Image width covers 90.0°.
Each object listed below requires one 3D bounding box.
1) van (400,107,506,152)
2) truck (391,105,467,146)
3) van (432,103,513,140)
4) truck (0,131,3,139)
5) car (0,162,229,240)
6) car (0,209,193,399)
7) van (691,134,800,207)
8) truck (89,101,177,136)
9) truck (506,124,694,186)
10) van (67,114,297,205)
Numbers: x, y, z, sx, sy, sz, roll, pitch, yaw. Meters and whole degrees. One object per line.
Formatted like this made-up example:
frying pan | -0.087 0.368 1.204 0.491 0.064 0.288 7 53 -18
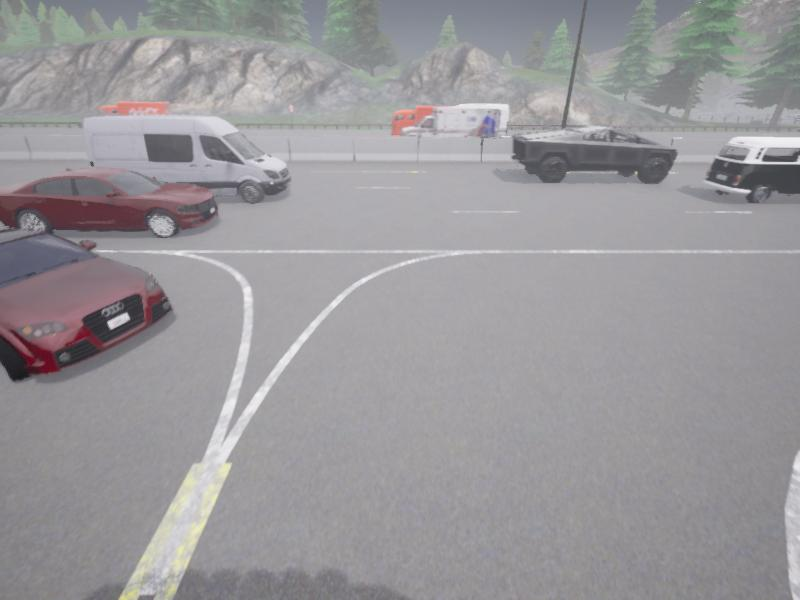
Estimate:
van | 3.235 -11.023 25.795 6.366 2.431 2.351 0 27 -1
truck | 1.925 -12.640 28.872 5.204 2.467 2.627 0 27 -1
van | 5.655 -14.287 32.038 5.915 2.561 1.988 0 27 -1
truck | -32.755 -12.411 28.299 6.274 2.098 2.390 0 27 -1
car | -7.377 -2.578 10.238 5.008 1.535 1.882 0 27 -1
car | -5.606 -0.228 5.894 4.181 1.385 1.994 10 29 19
van | 13.164 -4.451 13.632 4.480 2.038 2.069 0 27 -1
truck | -22.270 -15.332 33.723 5.204 2.467 2.627 -5 28 -11
truck | 7.954 -6.070 16.627 6.274 2.098 2.390 0 27 -1
van | -6.720 -4.628 13.130 5.915 2.561 1.988 0 27 -1
